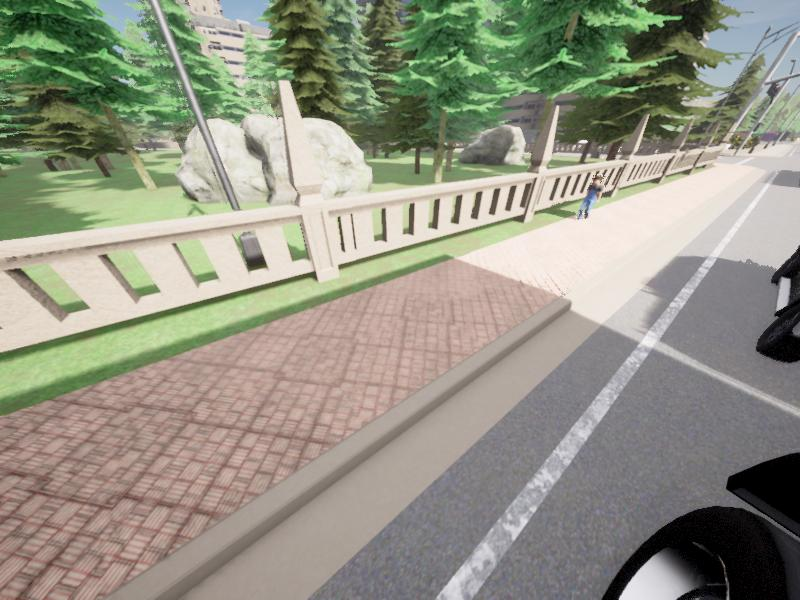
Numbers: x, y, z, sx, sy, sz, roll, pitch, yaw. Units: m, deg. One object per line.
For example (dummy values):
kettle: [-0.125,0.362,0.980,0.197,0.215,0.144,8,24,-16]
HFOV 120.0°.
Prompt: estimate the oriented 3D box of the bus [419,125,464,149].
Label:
bus: [9.217,-37.791,53.750,3.944,4.253,10.273,-22,41,-28]

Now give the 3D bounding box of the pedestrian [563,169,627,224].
pedestrian: [5.586,-3.003,6.692,0.751,1.300,0.751,-19,39,-24]

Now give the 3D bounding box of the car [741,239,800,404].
car: [6.331,-0.202,2.517,4.605,1.855,1.932,-23,41,-27]

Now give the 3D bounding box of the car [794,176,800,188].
car: [22.380,-6.579,11.748,3.633,1.501,1.845,-22,41,-28]
